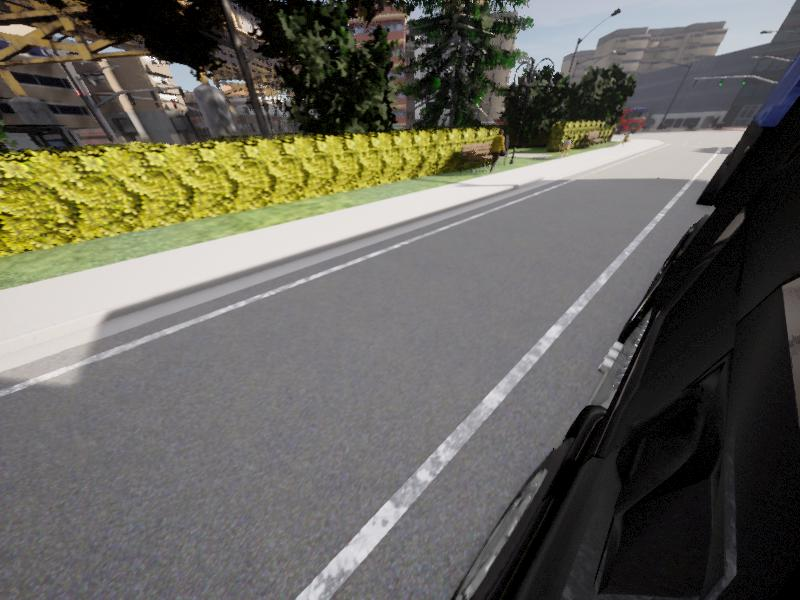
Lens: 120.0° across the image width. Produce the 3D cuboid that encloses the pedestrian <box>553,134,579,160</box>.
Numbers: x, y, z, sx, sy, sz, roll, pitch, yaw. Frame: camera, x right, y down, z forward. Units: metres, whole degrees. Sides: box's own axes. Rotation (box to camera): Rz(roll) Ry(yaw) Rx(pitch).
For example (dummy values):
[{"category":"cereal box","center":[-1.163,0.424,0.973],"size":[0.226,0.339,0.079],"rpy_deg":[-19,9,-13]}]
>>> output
[{"category":"pedestrian","center":[10.725,-9.900,14.929],"size":[0.751,1.300,0.751],"rpy_deg":[-23,42,-26]}]

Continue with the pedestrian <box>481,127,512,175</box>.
[{"category":"pedestrian","center":[4.612,-7.156,11.129],"size":[0.751,1.860,0.751],"rpy_deg":[-28,44,-30]}]

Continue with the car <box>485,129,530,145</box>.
[{"category":"car","center":[13.964,-21.441,30.362],"size":[4.792,1.488,2.163],"rpy_deg":[2,37,6]}]

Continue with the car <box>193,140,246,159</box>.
[{"category":"car","center":[-22.573,-19.078,29.156],"size":[2.152,1.651,5.027],"rpy_deg":[5,37,10]}]

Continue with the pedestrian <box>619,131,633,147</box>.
[{"category":"pedestrian","center":[19.616,-13.983,20.062],"size":[0.500,1.100,0.500],"rpy_deg":[21,43,28]}]

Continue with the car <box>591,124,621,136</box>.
[{"category":"car","center":[35.951,-29.795,40.474],"size":[1.970,1.475,3.806],"rpy_deg":[2,36,5]}]

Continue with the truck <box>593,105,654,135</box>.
[{"category":"truck","center":[39.620,-32.223,41.607],"size":[2.891,3.827,8.468],"rpy_deg":[1,36,5]}]

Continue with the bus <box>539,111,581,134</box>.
[{"category":"bus","center":[41.759,-46.578,60.935],"size":[3.944,4.253,10.273],"rpy_deg":[-1,36,2]}]

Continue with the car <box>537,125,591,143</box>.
[{"category":"car","center":[20.858,-21.277,29.630],"size":[5.027,1.651,2.152],"rpy_deg":[2,37,6]}]

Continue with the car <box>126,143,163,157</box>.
[{"category":"car","center":[-39.265,-23.060,35.475],"size":[4.974,1.542,2.038],"rpy_deg":[18,41,25]}]

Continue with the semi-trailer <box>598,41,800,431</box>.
[{"category":"semi-trailer","center":[8.698,-3.588,4.251],"size":[14.254,4.402,2.717],"rpy_deg":[-28,44,-30]}]

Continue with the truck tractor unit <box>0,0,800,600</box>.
[{"category":"truck tractor unit","center":[2.645,-0.295,0.351],"size":[6.516,4.208,3.053],"rpy_deg":[-28,44,-30]}]

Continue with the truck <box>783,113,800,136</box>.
[{"category":"truck","center":[44.432,-17.635,21.561],"size":[2.891,3.827,8.468],"rpy_deg":[2,37,5]}]

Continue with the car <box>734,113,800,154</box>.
[{"category":"car","center":[25.750,-11.503,15.866],"size":[5.566,2.045,2.150],"rpy_deg":[-26,42,-28]}]
